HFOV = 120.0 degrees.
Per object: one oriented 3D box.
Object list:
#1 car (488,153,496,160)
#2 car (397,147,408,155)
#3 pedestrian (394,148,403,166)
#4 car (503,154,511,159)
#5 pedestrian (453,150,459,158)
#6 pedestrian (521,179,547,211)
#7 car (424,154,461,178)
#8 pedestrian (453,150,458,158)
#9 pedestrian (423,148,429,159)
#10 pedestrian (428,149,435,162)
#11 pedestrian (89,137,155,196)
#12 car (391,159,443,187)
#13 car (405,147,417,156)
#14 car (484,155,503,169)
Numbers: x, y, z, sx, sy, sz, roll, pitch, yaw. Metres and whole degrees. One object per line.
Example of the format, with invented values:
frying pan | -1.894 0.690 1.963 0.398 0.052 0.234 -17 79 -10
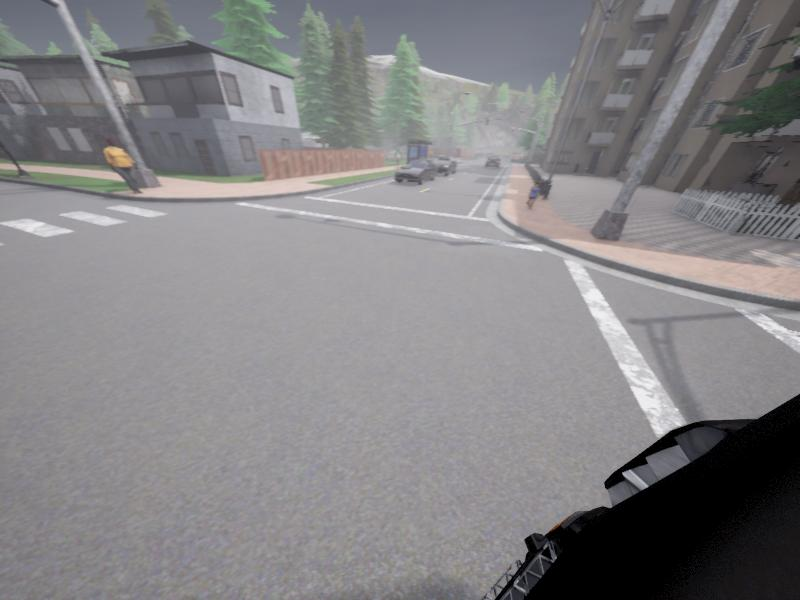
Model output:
car | 26.955 -42.086 67.690 1.789 1.549 3.705 15 36 18
car | 0.674 -42.899 66.571 1.905 1.878 3.866 14 35 17
pedestrian | -0.211 -17.356 28.037 0.751 1.860 0.751 15 36 18
car | 39.737 -53.334 85.603 2.128 1.511 4.902 15 36 18
pedestrian | 14.299 -37.342 59.090 0.751 1.860 0.751 -7 35 -15
pedestrian | 5.485 -4.298 9.463 0.500 1.100 0.500 25 40 30
car | 4.272 -13.275 22.735 2.152 1.651 5.027 15 36 18
pedestrian | 14.287 -37.712 59.648 0.751 1.860 0.751 14 35 17
pedestrian | 5.381 -30.305 47.879 0.751 1.860 0.751 15 36 18
pedestrian | 5.187 -23.906 38.261 0.751 1.860 0.751 13 35 15
pedestrian | -10.522 -5.069 8.809 0.751 1.860 0.751 19 37 23
car | 1.425 -9.567 17.168 2.033 1.411 5.357 15 36 18
car | 3.152 -42.507 66.148 1.932 1.855 4.605 14 35 17
car | 14.394 -21.153 35.366 2.038 1.542 4.974 15 36 18
